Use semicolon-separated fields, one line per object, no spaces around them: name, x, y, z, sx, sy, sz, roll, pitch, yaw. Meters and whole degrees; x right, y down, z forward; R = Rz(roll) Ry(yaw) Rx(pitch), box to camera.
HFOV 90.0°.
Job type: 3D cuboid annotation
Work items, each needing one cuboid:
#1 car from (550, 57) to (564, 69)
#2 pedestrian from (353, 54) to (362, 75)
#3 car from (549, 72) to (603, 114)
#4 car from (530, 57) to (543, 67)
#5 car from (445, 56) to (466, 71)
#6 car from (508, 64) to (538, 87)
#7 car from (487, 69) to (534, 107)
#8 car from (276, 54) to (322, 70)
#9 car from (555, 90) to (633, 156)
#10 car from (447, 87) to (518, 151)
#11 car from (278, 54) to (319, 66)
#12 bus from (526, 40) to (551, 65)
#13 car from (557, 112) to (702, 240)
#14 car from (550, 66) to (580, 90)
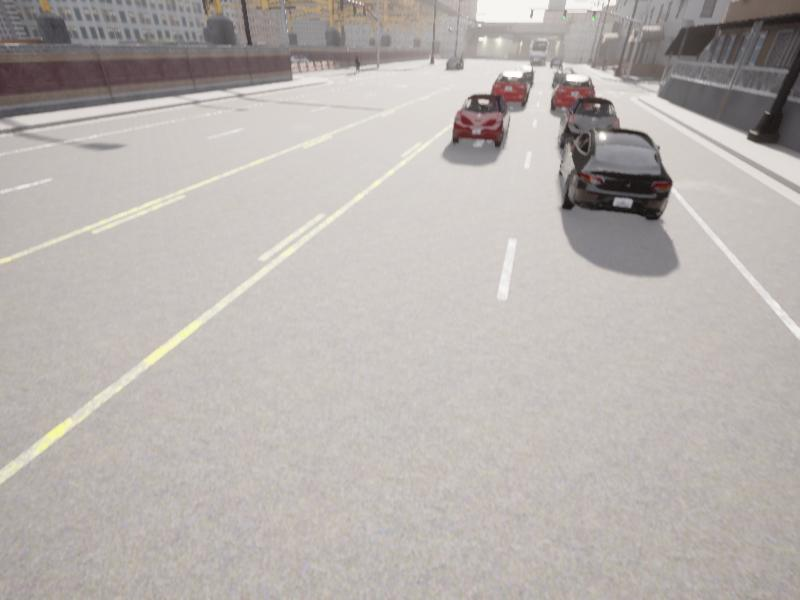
car;27.470;-41.627;70.126;2.033;1.649;4.856;11;34;14
pedestrian;-4.530;-25.166;42.730;0.751;1.860;0.751;11;34;14
car;9.824;-11.848;22.710;2.242;1.667;4.611;11;34;14
car;25.786;-44.950;75.479;2.033;1.411;5.357;11;34;14
car;7.892;-33.633;56.766;2.033;1.649;4.856;11;34;14
car;11.231;-20.418;36.341;2.128;1.511;4.902;11;33;14
car;6.816;-13.029;24.429;2.242;1.667;4.611;11;34;14
car;-12.379;-29.343;49.230;4.974;1.542;2.038;-27;42;-36
car;6.565;-6.281;13.981;1.845;1.501;3.633;11;34;14
car;3.005;-6.533;14.224;1.845;1.501;3.633;11;34;14
car;-12.413;-29.457;49.114;4.536;1.218;1.853;-27;42;-36
bus;28.892;-51.560;83.314;3.944;4.253;10.273;11;34;14
car;4.667;-3.043;8.908;1.812;1.442;4.674;11;34;14
car;14.392;-19.515;35.054;2.007;1.525;4.514;11;34;14
